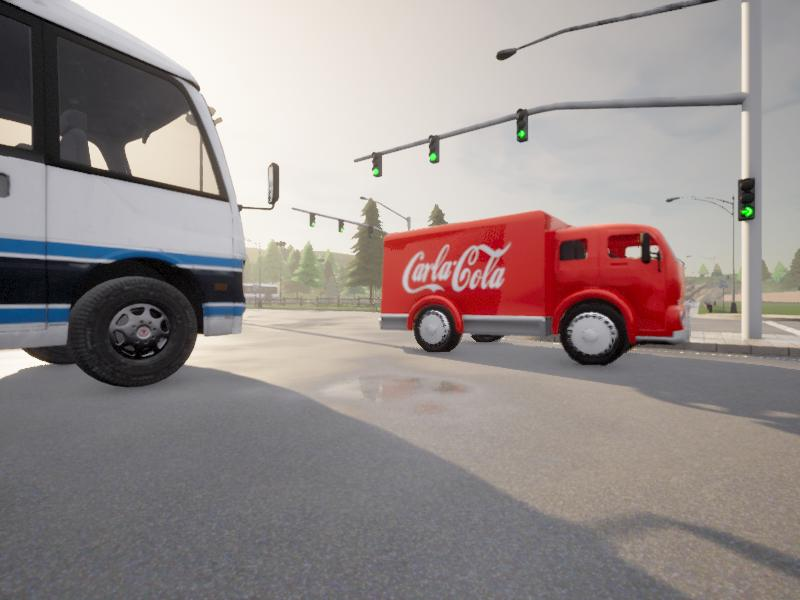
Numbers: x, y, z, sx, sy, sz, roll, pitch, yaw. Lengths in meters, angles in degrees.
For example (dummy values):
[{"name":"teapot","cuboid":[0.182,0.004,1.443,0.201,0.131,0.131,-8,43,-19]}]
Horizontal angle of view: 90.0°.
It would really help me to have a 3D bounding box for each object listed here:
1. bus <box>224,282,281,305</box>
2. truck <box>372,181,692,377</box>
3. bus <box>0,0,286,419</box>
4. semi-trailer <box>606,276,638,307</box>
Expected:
[{"name":"bus","cuboid":[-29.146,-1.134,79.578,3.944,4.253,10.273,0,0,37]},{"name":"truck","cuboid":[2.309,-0.232,7.654,5.204,2.467,2.627,-1,-1,37]},{"name":"bus","cuboid":[-6.262,-1.134,2.715,3.944,4.253,10.273,0,0,37]},{"name":"semi-trailer","cuboid":[36.103,-1.222,64.687,2.717,4.402,14.254,0,0,37]}]
